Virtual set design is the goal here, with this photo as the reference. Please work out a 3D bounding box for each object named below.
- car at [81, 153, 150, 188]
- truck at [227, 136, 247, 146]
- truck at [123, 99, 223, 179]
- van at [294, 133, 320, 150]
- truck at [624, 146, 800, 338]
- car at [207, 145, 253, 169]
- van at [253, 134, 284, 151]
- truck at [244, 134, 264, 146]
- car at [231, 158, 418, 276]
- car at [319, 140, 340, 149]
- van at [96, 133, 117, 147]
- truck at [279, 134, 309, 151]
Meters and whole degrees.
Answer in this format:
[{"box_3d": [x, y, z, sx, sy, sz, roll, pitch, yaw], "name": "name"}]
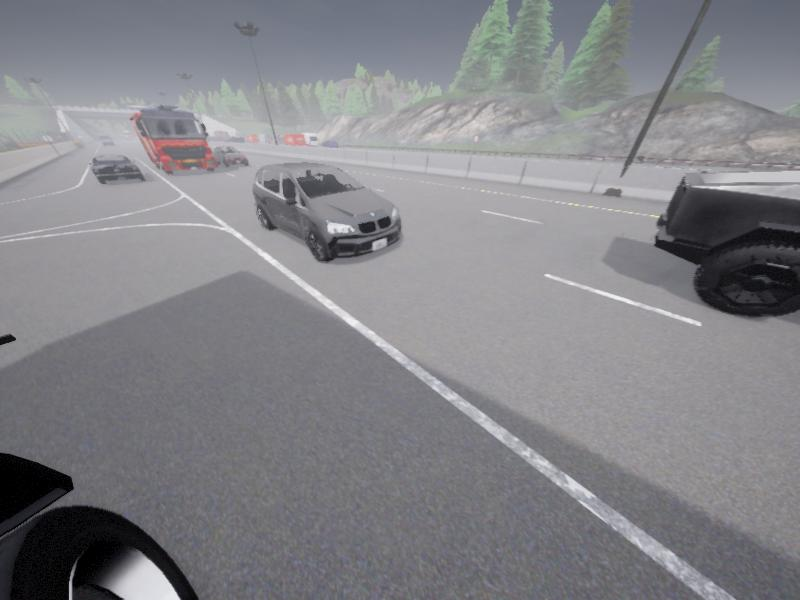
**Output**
[{"box_3d": [-16.597, -7.708, 13.535, 4.718, 1.301, 1.895, 29, 45, 34], "name": "car"}, {"box_3d": [-44.442, -43.394, 62.866, 6.274, 2.098, 2.390, 29, 45, 34], "name": "truck"}, {"box_3d": [-16.560, -11.535, 16.726, 8.468, 3.827, 2.891, 29, 45, 34], "name": "truck"}, {"box_3d": [-18.823, -32.034, 46.608, 5.915, 2.561, 1.988, 29, 45, 34], "name": "van"}, {"box_3d": [7.197, -0.339, 2.557, 6.274, 2.098, 2.390, 29, 45, 35], "name": "truck"}, {"box_3d": [-14.762, -12.442, 20.029, 4.193, 1.474, 1.816, 30, 45, 35], "name": "car"}, {"box_3d": [-24.642, -29.606, 43.279, 6.366, 2.431, 2.351, 29, 45, 34], "name": "van"}, {"box_3d": [-39.852, -43.793, 63.119, 5.204, 2.467, 2.627, 29, 45, 34], "name": "truck"}, {"box_3d": [-2.065, -2.535, 5.986, 4.611, 1.667, 2.242, 29, 45, 35], "name": "car"}, {"box_3d": [-14.499, -31.991, 47.474, 4.193, 1.474, 1.816, 29, 45, 34], "name": "car"}, {"box_3d": [-69.267, -37.756, 54.479, 5.915, 2.561, 1.988, 29, 45, 34], "name": "van"}, {"box_3d": [-20.011, -29.844, 43.595, 5.204, 2.467, 2.627, 29, 45, 34], "name": "truck"}]
